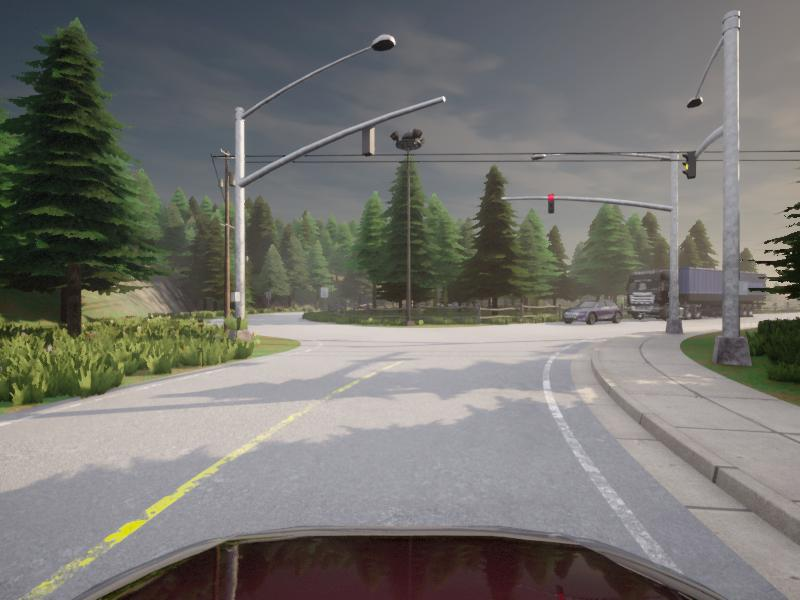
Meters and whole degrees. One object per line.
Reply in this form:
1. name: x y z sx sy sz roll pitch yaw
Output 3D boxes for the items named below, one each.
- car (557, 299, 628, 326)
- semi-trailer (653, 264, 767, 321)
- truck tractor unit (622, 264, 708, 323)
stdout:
1. car: 13.015 0.778 26.981 4.856 1.649 2.033 0 0 -31
2. semi-trailer: 27.821 -0.619 35.453 14.254 4.402 2.717 0 0 -29
3. truck tractor unit: 20.924 -0.497 31.560 6.516 4.208 3.053 0 0 -29
